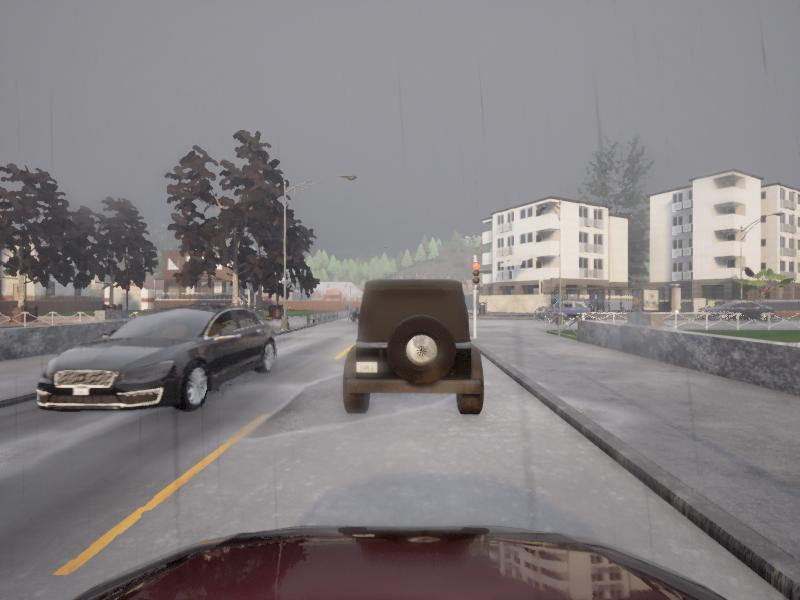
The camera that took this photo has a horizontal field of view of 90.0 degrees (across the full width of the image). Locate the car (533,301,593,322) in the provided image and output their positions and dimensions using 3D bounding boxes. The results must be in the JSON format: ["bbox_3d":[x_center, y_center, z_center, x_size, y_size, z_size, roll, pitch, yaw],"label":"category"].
[{"bbox_3d":[12.235,0.853,30.218,3.806,1.475,1.970,0,0,2],"label":"car"}]

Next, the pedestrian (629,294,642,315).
[{"bbox_3d":[21.119,0.417,35.914,0.751,1.860,0.751,0,0,2],"label":"pedestrian"}]

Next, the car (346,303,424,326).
[{"bbox_3d":[-0.889,0.895,27.411,5.357,1.411,2.033,0,0,-44],"label":"car"}]

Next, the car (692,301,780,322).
[{"bbox_3d":[24.905,0.846,29.774,4.892,1.490,1.837,0,0,2],"label":"car"}]

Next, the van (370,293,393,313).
[{"bbox_3d":[-2.300,0.379,51.361,2.351,2.431,6.366,0,0,2],"label":"van"}]

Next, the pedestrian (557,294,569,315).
[{"bbox_3d":[14.692,0.439,35.990,0.751,1.860,0.751,0,0,-3],"label":"pedestrian"}]

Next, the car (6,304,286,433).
[{"bbox_3d":[-3.766,0.844,7.256,1.837,1.490,4.892,0,0,2],"label":"car"}]

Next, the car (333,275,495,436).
[{"bbox_3d":[0.220,0.646,6.640,1.905,1.878,3.866,0,0,2],"label":"car"}]
